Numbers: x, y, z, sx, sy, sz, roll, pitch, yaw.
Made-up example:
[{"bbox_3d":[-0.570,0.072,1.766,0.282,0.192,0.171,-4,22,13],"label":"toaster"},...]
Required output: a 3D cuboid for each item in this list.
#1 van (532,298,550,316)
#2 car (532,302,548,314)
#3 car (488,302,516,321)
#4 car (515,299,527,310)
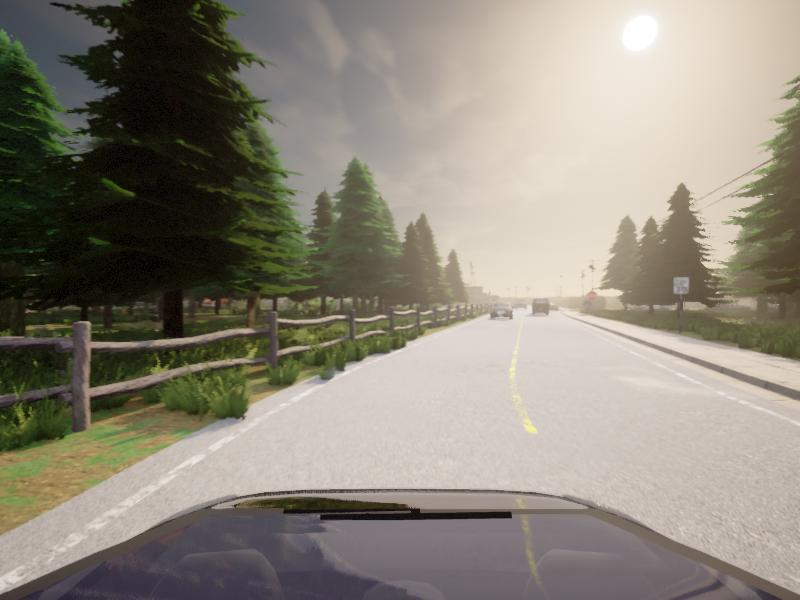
[{"bbox_3d":[16.116,0.759,45.814,1.775,1.987,4.442,0,0,19],"label":"van"},{"bbox_3d":[18.146,1.027,51.699,1.837,1.490,4.892,0,0,20],"label":"car"},{"bbox_3d":[9.116,0.950,35.604,2.128,1.511,4.902,0,0,18],"label":"car"},{"bbox_3d":[24.127,0.839,79.737,2.150,2.045,5.566,0,0,19],"label":"car"}]
